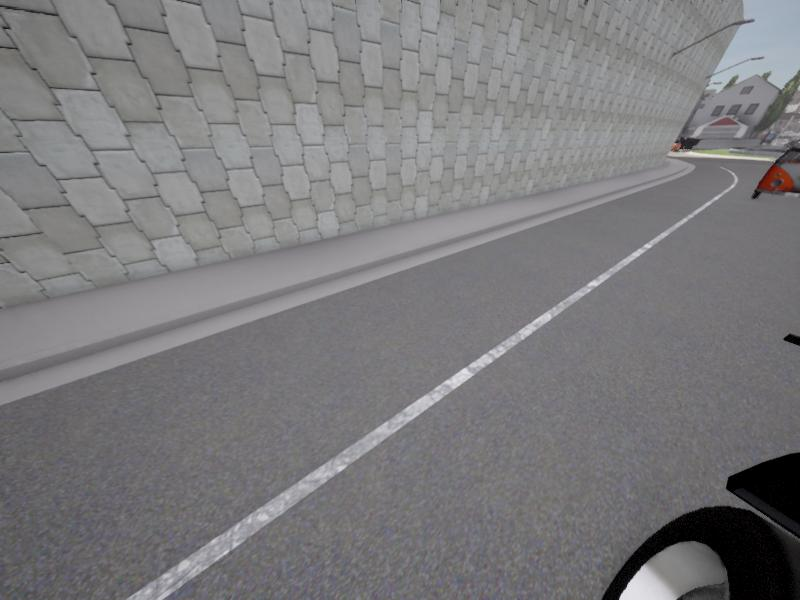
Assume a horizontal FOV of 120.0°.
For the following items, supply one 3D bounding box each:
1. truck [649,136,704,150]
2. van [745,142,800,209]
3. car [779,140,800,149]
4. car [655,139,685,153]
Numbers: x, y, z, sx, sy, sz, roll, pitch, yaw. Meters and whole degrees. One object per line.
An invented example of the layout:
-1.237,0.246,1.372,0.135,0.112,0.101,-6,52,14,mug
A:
53.097,-30.242,44.528,6.274,2.098,2.390,5,36,7,truck
16.374,-5.138,9.335,4.442,1.987,1.775,-23,41,-29,van
76.339,-29.978,44.483,4.892,1.490,1.837,-12,37,-15,car
44.841,-25.617,38.312,4.553,1.767,2.097,-24,42,-30,car
